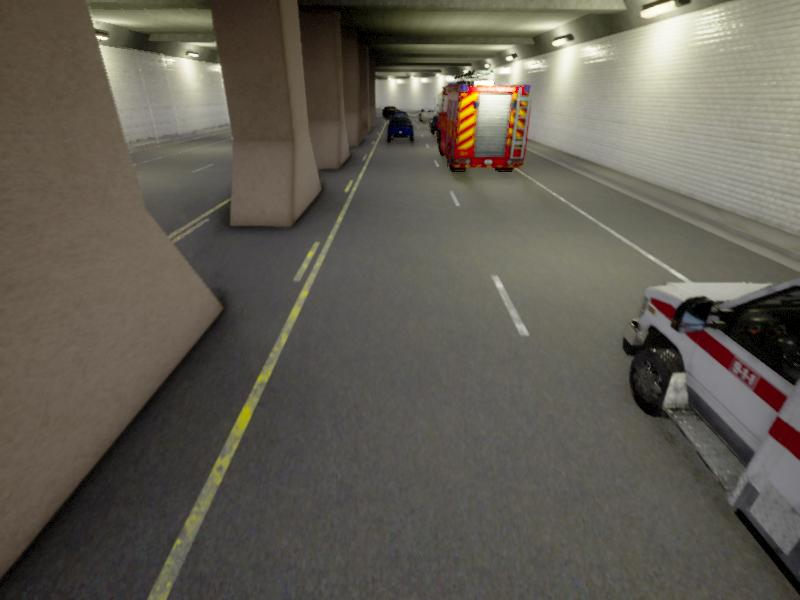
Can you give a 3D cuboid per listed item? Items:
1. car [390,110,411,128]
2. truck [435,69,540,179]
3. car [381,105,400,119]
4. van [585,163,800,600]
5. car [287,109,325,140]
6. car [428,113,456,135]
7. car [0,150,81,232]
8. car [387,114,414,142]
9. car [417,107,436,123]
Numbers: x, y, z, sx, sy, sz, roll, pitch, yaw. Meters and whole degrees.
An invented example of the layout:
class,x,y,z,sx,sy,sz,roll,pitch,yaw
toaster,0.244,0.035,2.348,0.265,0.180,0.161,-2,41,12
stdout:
class,x,y,z,sx,sy,sz,roll,pitch,yaw
car,0.013,-18.716,41.301,2.033,1.411,5.357,0,27,-1
truck,3.543,-8.508,18.948,2.891,3.827,8.468,0,27,0
car,-1.393,-26.043,55.308,1.882,1.535,5.008,-4,28,-8
van,3.515,1.208,1.658,2.351,2.431,6.366,0,27,0
car,-6.964,-13.244,30.049,1.905,1.878,3.866,0,27,0
car,3.540,-15.214,34.527,1.812,1.442,4.674,0,27,0
car,-10.482,-2.434,9.490,1.837,1.490,4.892,0,28,0
car,0.041,-12.981,30.043,1.882,1.535,5.008,0,27,0
car,3.123,-22.329,48.202,1.845,1.501,3.633,-1,27,-4
